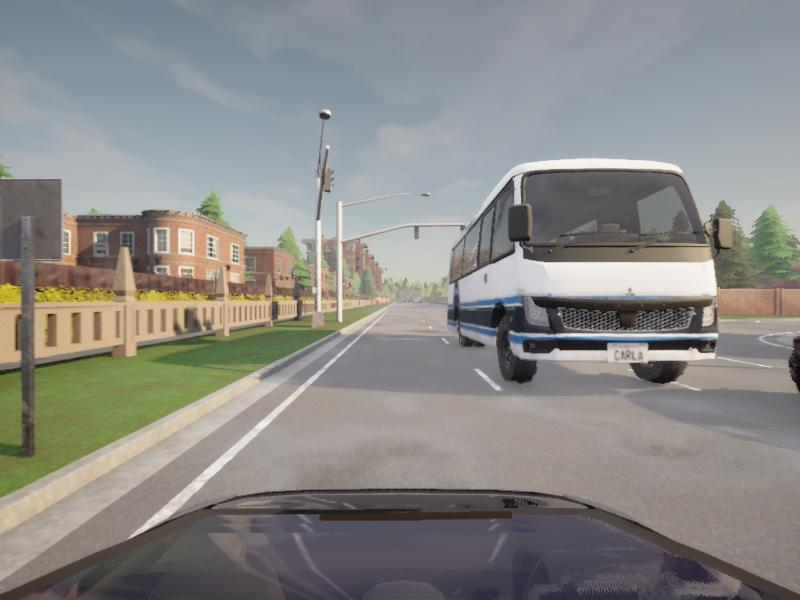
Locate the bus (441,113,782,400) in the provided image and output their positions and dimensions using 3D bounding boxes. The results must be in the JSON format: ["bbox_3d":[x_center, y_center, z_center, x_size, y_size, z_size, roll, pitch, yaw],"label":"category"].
[{"bbox_3d":[3.622,-0.525,11.051,3.944,4.253,10.273,0,-2,0],"label":"bus"}]

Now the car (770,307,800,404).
[{"bbox_3d":[7.003,0.852,4.495,1.816,1.474,4.193,0,0,0],"label":"car"}]
